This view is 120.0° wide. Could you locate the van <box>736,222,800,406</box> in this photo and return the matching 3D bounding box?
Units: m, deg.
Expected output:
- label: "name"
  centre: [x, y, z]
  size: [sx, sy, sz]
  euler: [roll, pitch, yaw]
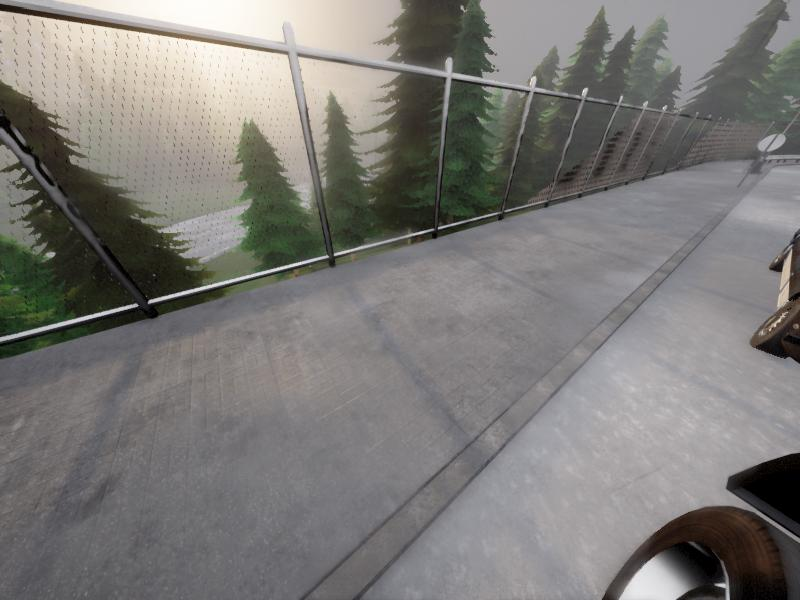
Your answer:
- label: "van"
  centre: [6.826, -0.675, 2.631]
  size: [5.915, 2.561, 1.988]
  euler: [-22, 41, -28]
